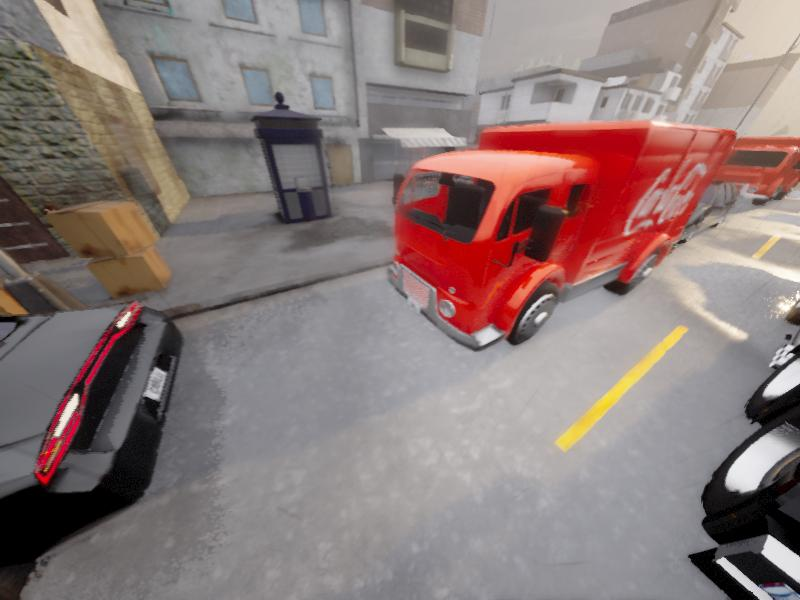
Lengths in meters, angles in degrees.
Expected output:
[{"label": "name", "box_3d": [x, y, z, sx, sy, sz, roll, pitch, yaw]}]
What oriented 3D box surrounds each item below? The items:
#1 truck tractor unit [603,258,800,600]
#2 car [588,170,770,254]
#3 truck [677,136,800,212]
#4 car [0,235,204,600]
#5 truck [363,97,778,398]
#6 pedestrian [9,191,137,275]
[{"label": "truck tractor unit", "box_3d": [5.100, -0.311, 0.800, 6.516, 4.208, 3.053, -19, 39, -25]}, {"label": "car", "box_3d": [8.662, -2.980, 7.159, 5.357, 1.411, 2.033, -18, 39, -25]}, {"label": "truck", "box_3d": [16.229, -5.944, 10.531, 5.204, 2.467, 2.627, -19, 39, -24]}, {"label": "car", "box_3d": [-4.205, 1.243, 0.850, 4.974, 1.542, 2.038, -19, 39, -25]}, {"label": "truck", "box_3d": [2.437, -1.353, 3.815, 5.204, 2.467, 2.627, -19, 39, -25]}, {"label": "pedestrian", "box_3d": [-6.129, -1.306, 4.484, 0.751, 1.300, 0.751, -19, 39, -25]}]
